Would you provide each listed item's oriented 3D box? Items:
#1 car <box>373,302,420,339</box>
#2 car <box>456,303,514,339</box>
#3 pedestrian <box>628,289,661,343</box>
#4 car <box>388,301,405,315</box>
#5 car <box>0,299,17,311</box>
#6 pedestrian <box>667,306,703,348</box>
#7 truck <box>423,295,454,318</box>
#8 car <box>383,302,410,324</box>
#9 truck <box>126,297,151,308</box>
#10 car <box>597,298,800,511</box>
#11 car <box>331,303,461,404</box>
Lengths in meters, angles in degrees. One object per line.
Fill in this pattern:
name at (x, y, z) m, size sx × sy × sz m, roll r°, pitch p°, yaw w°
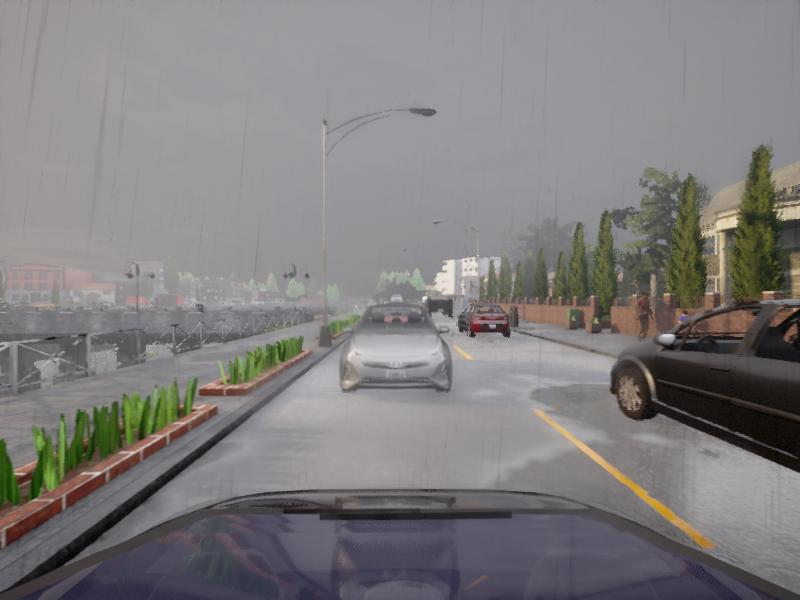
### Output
car at (-0.158, 0.864, 19.104) m, size 2.007 × 1.525 × 4.514 m, roll 0°, pitch 0°, yaw 0°
car at (3.832, 0.889, 18.727) m, size 1.816 × 1.474 × 4.193 m, roll 0°, pitch 0°, yaw 0°
pedestrian at (8.775, 0.560, 14.375) m, size 0.751 × 1.860 × 0.751 m, roll 0°, pitch 0°, yaw 3°
car at (-0.402, 0.910, 48.431) m, size 1.882 × 1.535 × 5.008 m, roll 0°, pitch 0°, yaw 0°
car at (-62.201, 0.770, 61.999) m, size 1.905 × 1.878 × 3.866 m, roll 0°, pitch 0°, yaw 0°
pedestrian at (9.152, 0.837, 12.875) m, size 0.751 × 1.300 × 0.751 m, roll 0°, pitch 0°, yaw 18°
truck at (3.673, 0.613, 39.195) m, size 2.390 × 2.098 × 6.274 m, roll 0°, pitch 0°, yaw 0°
car at (-0.263, 0.908, 29.636) m, size 1.816 × 1.474 × 4.193 m, roll 0°, pitch 0°, yaw -1°
truck at (-62.480, 0.528, 95.563) m, size 2.627 × 2.467 × 5.204 m, roll 0°, pitch 0°, yaw 0°
car at (3.950, 0.797, 4.137) m, size 1.851 × 1.617 × 3.988 m, roll 0°, pitch 0°, yaw 0°
car at (-0.076, 0.845, 8.410) m, size 2.007 × 1.525 × 4.514 m, roll 0°, pitch 0°, yaw 0°
